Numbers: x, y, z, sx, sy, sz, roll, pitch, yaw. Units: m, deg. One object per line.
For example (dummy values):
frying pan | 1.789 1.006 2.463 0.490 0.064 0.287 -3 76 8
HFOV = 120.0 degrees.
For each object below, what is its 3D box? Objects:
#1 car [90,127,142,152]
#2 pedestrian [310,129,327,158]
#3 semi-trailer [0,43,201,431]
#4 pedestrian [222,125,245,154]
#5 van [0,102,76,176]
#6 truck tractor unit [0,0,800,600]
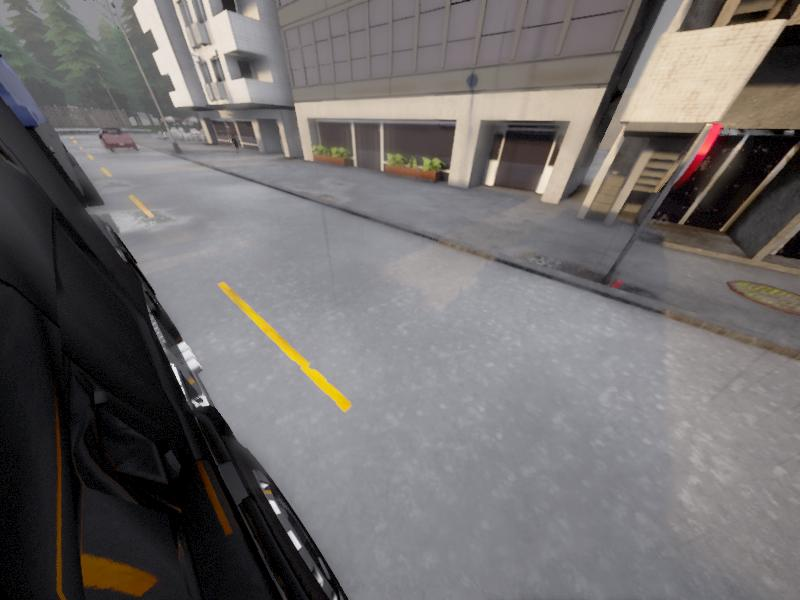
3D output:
car | -22.890 -12.958 18.600 3.633 1.501 1.845 28 43 30
pedestrian | -6.369 -12.254 18.105 0.751 1.860 0.751 -25 44 -32
semi-trailer | -8.700 -3.580 4.260 14.254 4.402 2.717 28 44 30
pedestrian | -13.284 -12.849 18.495 0.751 1.860 0.751 29 44 31
van | -18.801 -8.113 11.418 5.915 2.561 1.988 29 44 29
truck tractor unit | -2.645 -0.295 0.352 6.516 4.208 3.053 28 44 30
